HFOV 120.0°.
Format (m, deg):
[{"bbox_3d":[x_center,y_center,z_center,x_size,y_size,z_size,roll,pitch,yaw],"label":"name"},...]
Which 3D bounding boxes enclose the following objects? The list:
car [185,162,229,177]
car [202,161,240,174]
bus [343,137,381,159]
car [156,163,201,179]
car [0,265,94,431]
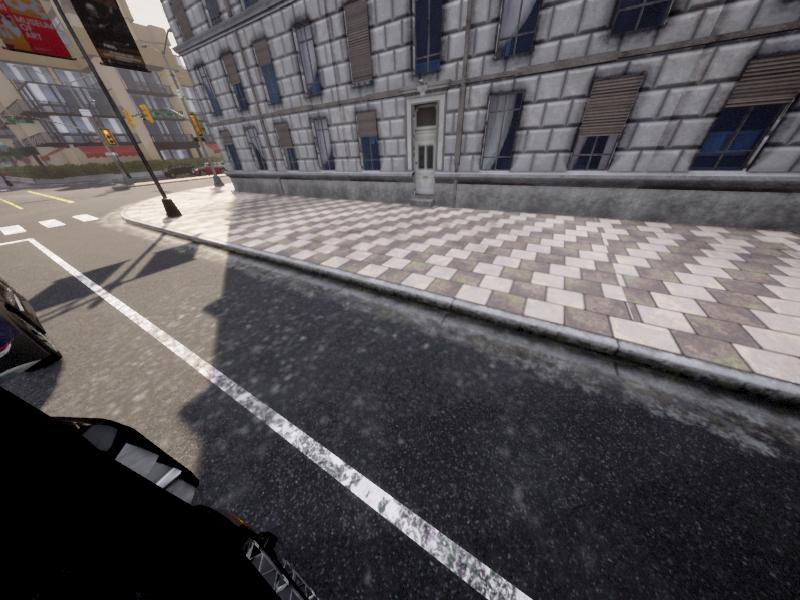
[{"bbox_3d":[-25.913,-17.650,31.194,1.970,1.475,3.806,16,38,26],"label":"car"},{"bbox_3d":[-27.189,-20.248,35.207,1.970,1.475,3.806,16,38,26],"label":"car"},{"bbox_3d":[-9.715,-38.045,58.139,3.944,4.253,10.273,-28,41,-32],"label":"bus"},{"bbox_3d":[-29.909,-17.582,31.332,1.789,1.549,3.705,16,38,26],"label":"car"},{"bbox_3d":[-6.308,0.211,2.645,4.856,1.649,2.033,16,38,26],"label":"car"}]
